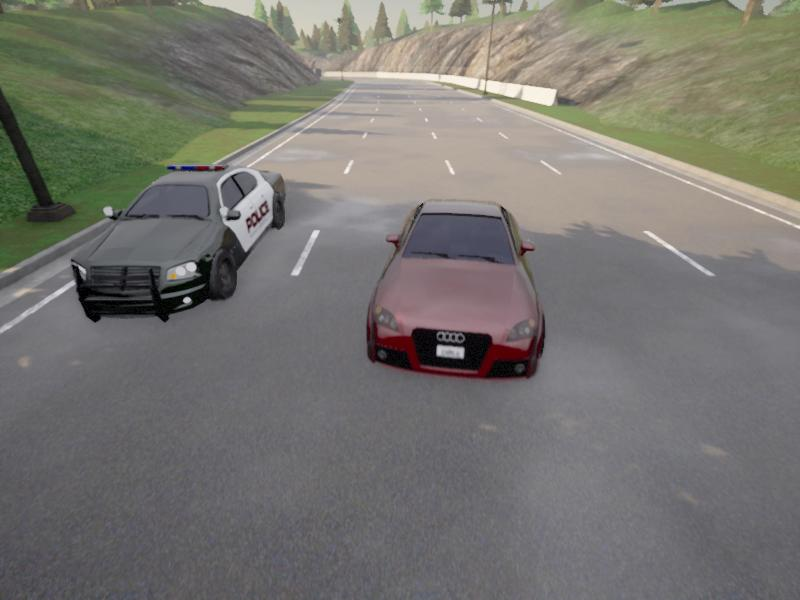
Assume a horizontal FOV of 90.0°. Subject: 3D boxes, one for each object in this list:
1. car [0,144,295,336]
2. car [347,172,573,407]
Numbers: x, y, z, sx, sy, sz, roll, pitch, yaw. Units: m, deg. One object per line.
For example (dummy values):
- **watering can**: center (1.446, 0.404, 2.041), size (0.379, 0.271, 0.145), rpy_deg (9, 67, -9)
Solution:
- **car**: center (-3.516, -1.464, 6.968), size (2.038, 1.542, 4.974), rpy_deg (0, 30, 0)
- **car**: center (0.820, -0.614, 5.697), size (1.994, 1.385, 4.181), rpy_deg (5, 31, 8)
